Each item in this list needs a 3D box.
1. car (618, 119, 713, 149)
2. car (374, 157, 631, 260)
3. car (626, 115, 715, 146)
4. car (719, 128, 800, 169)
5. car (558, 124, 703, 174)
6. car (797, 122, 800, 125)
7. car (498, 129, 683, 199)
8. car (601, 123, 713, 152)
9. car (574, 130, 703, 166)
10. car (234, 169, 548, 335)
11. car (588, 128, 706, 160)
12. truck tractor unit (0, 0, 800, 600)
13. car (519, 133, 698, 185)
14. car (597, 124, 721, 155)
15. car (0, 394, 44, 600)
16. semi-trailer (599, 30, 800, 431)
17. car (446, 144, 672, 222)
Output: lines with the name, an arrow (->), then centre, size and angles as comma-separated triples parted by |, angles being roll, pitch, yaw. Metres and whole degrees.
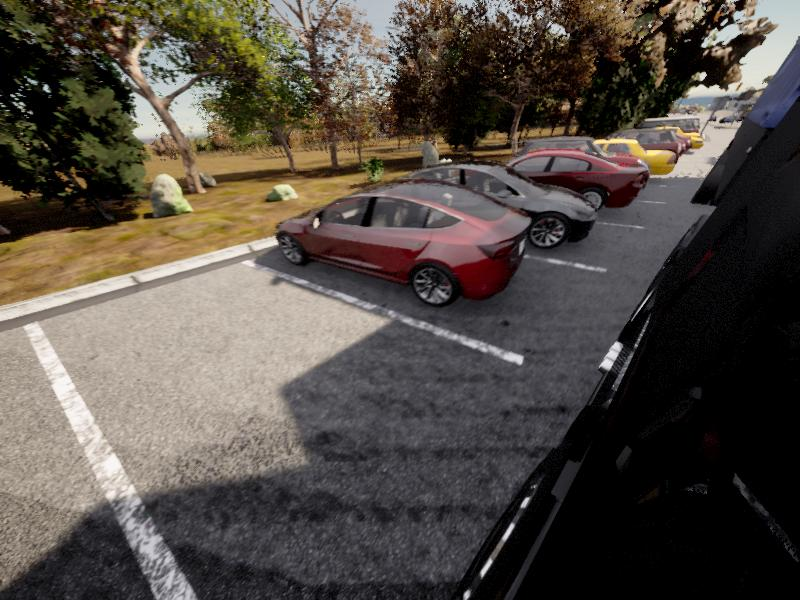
car -> 21.858, -13.920, 19.400 | 4.553, 1.767, 2.185 | 15, 40, 23
car -> 2.012, -2.561, 5.721 | 4.792, 1.488, 2.163 | 17, 40, 25
car -> 24.075, -15.269, 20.896 | 4.442, 1.987, 1.878 | 14, 40, 23
car -> 18.544, -7.926, 11.931 | 4.181, 1.385, 1.994 | -30, 45, -32
car -> 10.942, -7.602, 11.640 | 4.553, 1.767, 2.185 | 16, 41, 24
car -> 70.193, -29.498, 37.211 | 5.566, 2.045, 2.435 | 12, 40, 18
car -> 6.444, -5.146, 8.641 | 4.553, 1.767, 2.185 | 16, 40, 25
car -> 19.510, -12.595, 17.987 | 5.366, 1.575, 1.946 | 15, 40, 23
car -> 13.132, -8.724, 13.280 | 4.674, 1.452, 2.002 | 16, 40, 24
car -> -0.314, -1.362, 4.266 | 4.792, 1.488, 2.163 | 17, 41, 25
car -> 15.325, -9.981, 14.823 | 4.674, 1.452, 2.002 | 15, 40, 24
truck tractor unit -> 2.645, -0.295, 0.351 | 6.516, 4.208, 3.053 | -28, 44, -30
car -> 8.540, -6.316, 10.281 | 5.366, 1.575, 1.946 | 16, 41, 25
car -> 17.670, -11.240, 16.282 | 5.366, 1.575, 1.946 | 15, 40, 24
car -> -4.842, 1.025, 1.310 | 5.008, 1.535, 2.097 | 18, 41, 26
semi-trailer -> 8.633, -3.647, 4.292 | 14.254, 4.402, 2.717 | -29, 44, -30
car -> 4.238, -3.805, 7.196 | 5.008, 1.535, 2.097 | 17, 41, 25
